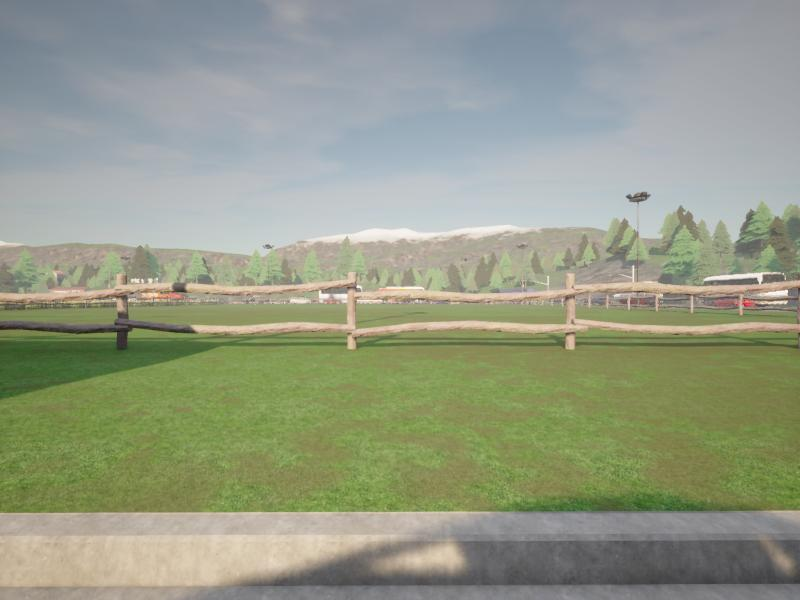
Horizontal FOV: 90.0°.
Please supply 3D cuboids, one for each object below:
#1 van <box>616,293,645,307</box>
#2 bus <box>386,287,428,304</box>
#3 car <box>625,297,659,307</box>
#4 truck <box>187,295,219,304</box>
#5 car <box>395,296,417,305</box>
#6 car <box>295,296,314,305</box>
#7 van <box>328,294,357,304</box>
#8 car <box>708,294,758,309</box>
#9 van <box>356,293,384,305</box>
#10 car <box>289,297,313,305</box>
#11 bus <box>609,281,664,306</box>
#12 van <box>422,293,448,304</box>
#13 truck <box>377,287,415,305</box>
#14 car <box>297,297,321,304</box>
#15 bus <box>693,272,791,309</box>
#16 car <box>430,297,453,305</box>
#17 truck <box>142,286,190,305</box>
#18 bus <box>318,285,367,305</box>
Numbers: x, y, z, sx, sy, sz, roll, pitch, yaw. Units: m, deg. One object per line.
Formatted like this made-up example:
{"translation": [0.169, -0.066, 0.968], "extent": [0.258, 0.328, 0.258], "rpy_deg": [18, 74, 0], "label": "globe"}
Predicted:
{"translation": [33.349, -0.002, 58.012], "extent": [1.775, 1.987, 4.442], "rpy_deg": [0, 0, 0], "label": "van"}
{"translation": [1.668, -1.134, 99.170], "extent": [10.273, 4.253, 3.944], "rpy_deg": [0, 0, -1], "label": "bus"}
{"translation": [36.852, 0.251, 61.064], "extent": [2.163, 1.488, 4.792], "rpy_deg": [0, 0, 0], "label": "car"}
{"translation": [-46.767, -0.060, 95.057], "extent": [6.274, 2.098, 2.390], "rpy_deg": [0, 0, -1], "label": "truck"}
{"translation": [1.316, 0.052, 85.044], "extent": [4.605, 1.855, 1.932], "rpy_deg": [0, 0, -1], "label": "car"}
{"translation": [-21.060, 0.046, 88.317], "extent": [3.866, 1.878, 1.905], "rpy_deg": [0, 0, -1], "label": "car"}
{"translation": [-13.197, -0.222, 91.895], "extent": [6.366, 2.431, 2.351], "rpy_deg": [0, 0, -1], "label": "van"}
{"translation": [40.336, 0.157, 48.603], "extent": [2.242, 1.667, 4.611], "rpy_deg": [0, 0, 0], "label": "car"}
{"translation": [-6.367, -0.277, 84.962], "extent": [5.915, 2.561, 1.988], "rpy_deg": [0, 0, -1], "label": "van"}
{"translation": [-20.958, 0.156, 84.818], "extent": [4.611, 1.667, 2.242], "rpy_deg": [0, 0, -1], "label": "car"}
{"translation": [43.591, -1.131, 74.223], "extent": [3.944, 4.253, 10.273], "rpy_deg": [0, 0, -2], "label": "bus"}
{"translation": [8.074, -0.278, 92.113], "extent": [5.915, 2.561, 1.988], "rpy_deg": [0, 0, 0], "label": "van"}
{"translation": [-0.890, -0.921, 88.518], "extent": [8.468, 3.827, 2.891], "rpy_deg": [0, 0, -1], "label": "truck"}
{"translation": [-20.887, 0.171, 91.819], "extent": [5.238, 1.638, 1.930], "rpy_deg": [0, 0, -1], "label": "car"}
{"translation": [43.720, -1.134, 51.845], "extent": [3.944, 4.253, 10.273], "rpy_deg": [0, 0, 0], "label": "bus"}
{"translation": [8.735, 0.156, 85.122], "extent": [4.611, 1.667, 2.242], "rpy_deg": [0, 0, -1], "label": "car"}
{"translation": [-49.424, -0.925, 84.524], "extent": [8.468, 3.827, 2.891], "rpy_deg": [0, 0, -1], "label": "truck"}
{"translation": [-12.581, -1.134, 88.525], "extent": [10.273, 4.253, 3.944], "rpy_deg": [0, 0, -1], "label": "bus"}
